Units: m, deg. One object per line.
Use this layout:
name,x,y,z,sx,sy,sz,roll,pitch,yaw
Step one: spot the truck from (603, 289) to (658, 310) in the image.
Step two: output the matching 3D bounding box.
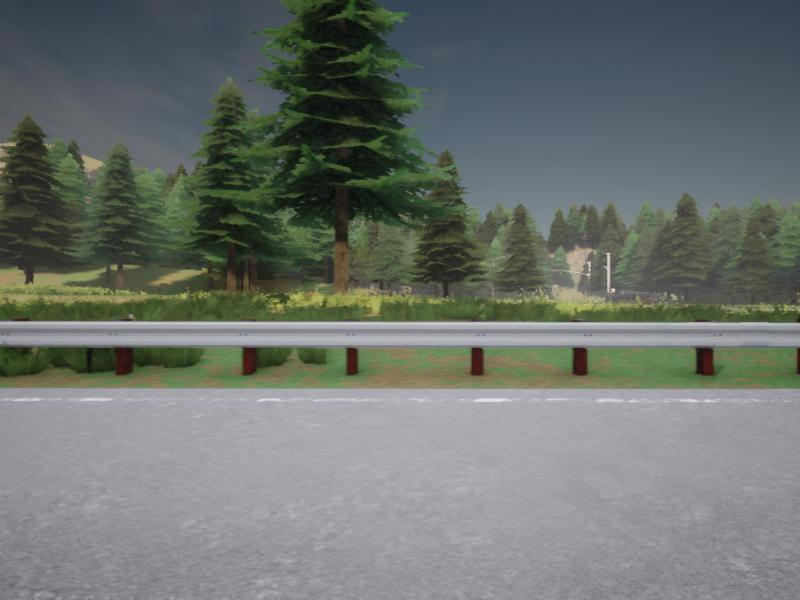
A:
truck,25.006,-0.051,43.805,2.390,2.098,6.274,0,0,1

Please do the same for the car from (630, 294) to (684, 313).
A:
car,21.497,0.255,33.652,1.816,1.474,4.193,0,0,0
